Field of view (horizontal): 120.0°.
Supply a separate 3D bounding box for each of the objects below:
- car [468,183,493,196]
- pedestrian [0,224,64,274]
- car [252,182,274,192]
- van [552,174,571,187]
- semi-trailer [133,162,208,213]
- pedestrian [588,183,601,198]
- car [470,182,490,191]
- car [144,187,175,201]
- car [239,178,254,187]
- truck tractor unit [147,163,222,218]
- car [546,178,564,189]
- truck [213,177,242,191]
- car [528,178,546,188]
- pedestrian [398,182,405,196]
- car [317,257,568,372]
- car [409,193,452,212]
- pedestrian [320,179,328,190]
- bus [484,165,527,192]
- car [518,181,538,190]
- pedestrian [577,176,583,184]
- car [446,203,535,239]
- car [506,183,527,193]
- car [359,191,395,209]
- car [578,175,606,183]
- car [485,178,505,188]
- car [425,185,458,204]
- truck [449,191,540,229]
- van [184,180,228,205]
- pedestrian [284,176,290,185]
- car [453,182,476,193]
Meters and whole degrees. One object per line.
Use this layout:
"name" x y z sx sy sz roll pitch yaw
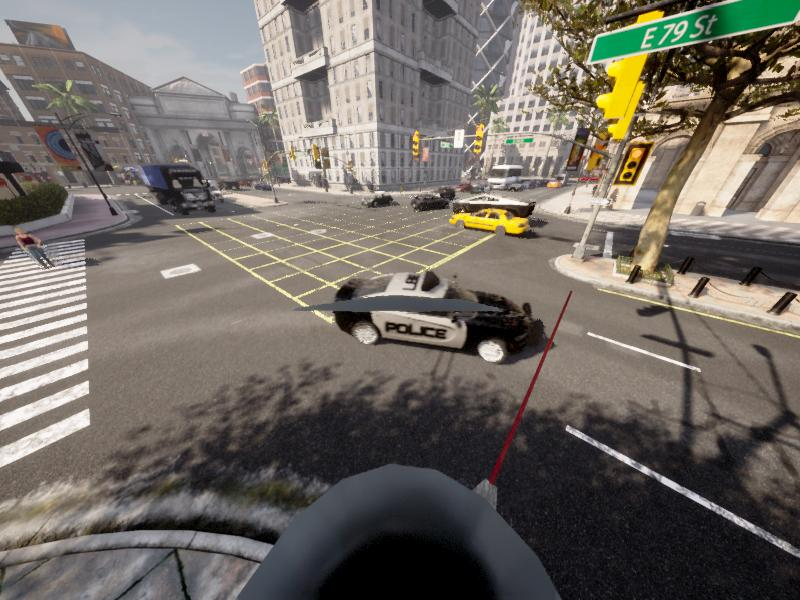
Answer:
"car" 13.630 -18.693 38.852 2.038 1.542 4.974 23 37 34
"pedestrian" -15.675 -2.192 9.894 0.751 1.860 0.751 22 37 33
"car" -26.131 -21.560 43.978 4.181 1.385 1.994 23 37 34
"van" 37.843 -28.026 54.010 1.988 2.561 5.915 23 37 34
"semi-trailer" -27.011 -13.455 26.895 14.254 4.402 2.717 23 37 34
"pedestrian" 27.828 -15.725 33.028 0.751 1.860 0.751 23 37 34
"car" 16.026 -22.750 46.115 1.895 1.301 4.718 23 37 34
"car" -34.414 -15.244 33.022 5.357 1.411 2.033 23 37 34
"car" -35.801 -27.481 53.995 1.851 1.617 3.988 -10 31 -17
"truck tractor unit" -20.970 -10.821 22.518 6.516 4.208 3.053 23 37 34
"car" 33.211 -24.960 49.443 2.097 1.767 4.553 23 37 34
"truck" -34.161 -22.973 45.699 6.274 2.098 2.390 23 37 34
"car" 30.644 -26.106 51.601 2.152 1.651 5.027 23 37 34
"pedestrian" 0.287 -17.193 35.876 0.751 1.860 0.751 20 35 30
"car" 0.835 0.155 6.096 5.238 1.638 1.930 6 30 10
"car" 3.214 -10.434 24.603 4.193 1.474 1.816 -17 34 -27
"pedestrian" -14.384 -21.929 43.775 0.751 1.860 0.751 26 39 37
"bus" 20.966 -24.151 45.587 3.944 4.253 10.273 23 37 34
"car" 26.001 -23.250 46.881 2.033 1.411 5.357 23 37 34
"pedestrian" 46.354 -30.833 59.501 0.751 1.860 0.751 24 37 35
"car" 6.180 -5.727 16.342 5.366 1.575 1.801 23 37 34
"car" 21.379 -20.487 42.194 1.895 1.301 4.718 23 37 34
"car" -2.623 -11.657 26.719 1.970 1.475 3.806 23 37 34
"car" 54.278 -34.233 65.259 5.566 2.045 2.150 -1 30 -2
"car" 21.032 -25.854 51.116 2.242 1.667 4.611 23 37 34
"car" 5.501 -13.971 30.325 1.932 1.855 4.605 23 37 34
"truck" 7.547 -7.664 19.182 6.274 2.098 2.390 23 37 34
"van" -25.231 -14.113 30.022 6.366 2.431 2.351 23 37 34
"pedestrian" -27.839 -29.523 56.928 0.751 1.860 0.751 13 32 21
"car" 11.636 -20.187 41.527 1.812 1.442 4.674 23 37 34
